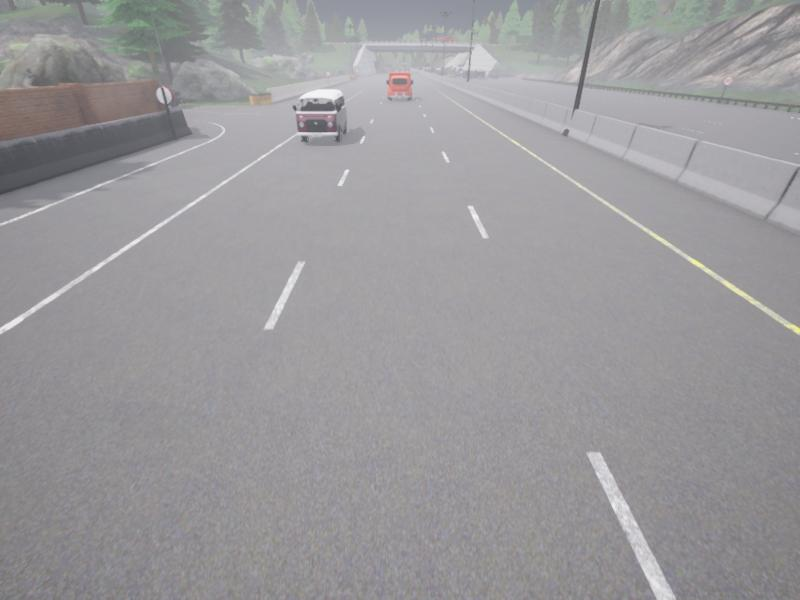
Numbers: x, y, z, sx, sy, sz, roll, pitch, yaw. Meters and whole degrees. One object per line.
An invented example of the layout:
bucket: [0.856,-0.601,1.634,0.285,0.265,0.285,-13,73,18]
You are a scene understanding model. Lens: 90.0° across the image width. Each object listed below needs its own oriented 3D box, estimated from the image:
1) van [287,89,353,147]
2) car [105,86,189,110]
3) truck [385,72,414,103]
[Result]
van: [-3.508,-8.520,18.502,2.069,2.038,4.480,0,30,0]
car: [-18.969,-15.280,30.183,4.892,1.490,1.837,0,30,0]
truck: [-0.021,-21.054,39.457,2.627,2.467,5.204,0,30,0]
